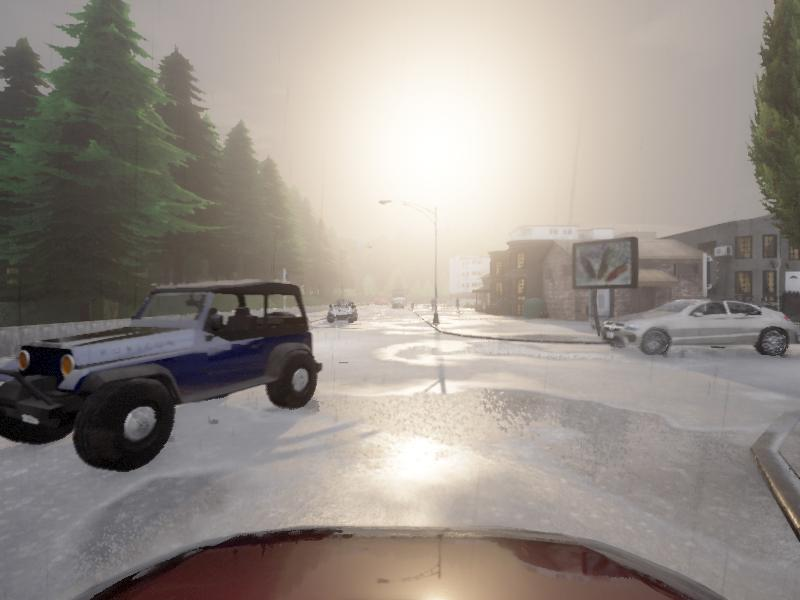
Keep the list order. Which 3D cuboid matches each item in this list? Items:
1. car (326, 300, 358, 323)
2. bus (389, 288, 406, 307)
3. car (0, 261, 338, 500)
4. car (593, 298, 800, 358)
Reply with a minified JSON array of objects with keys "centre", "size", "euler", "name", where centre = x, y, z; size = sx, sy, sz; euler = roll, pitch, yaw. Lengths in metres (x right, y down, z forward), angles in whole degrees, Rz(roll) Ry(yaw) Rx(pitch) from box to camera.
[{"centre":[-4.168,0.787,29.418],"size":[1.851,1.617,3.988],"euler":[0,0,-1],"name":"car"},{"centre":[-0.510,-0.543,97.039],"size":[3.944,4.253,10.273],"euler":[0,0,0],"name":"bus"},{"centre":[-2.730,0.646,5.311],"size":[1.905,1.878,3.866],"euler":[-1,0,26],"name":"car"},{"centre":[8.925,0.779,12.190],"size":[5.027,1.651,2.152],"euler":[0,0,0],"name":"car"}]
